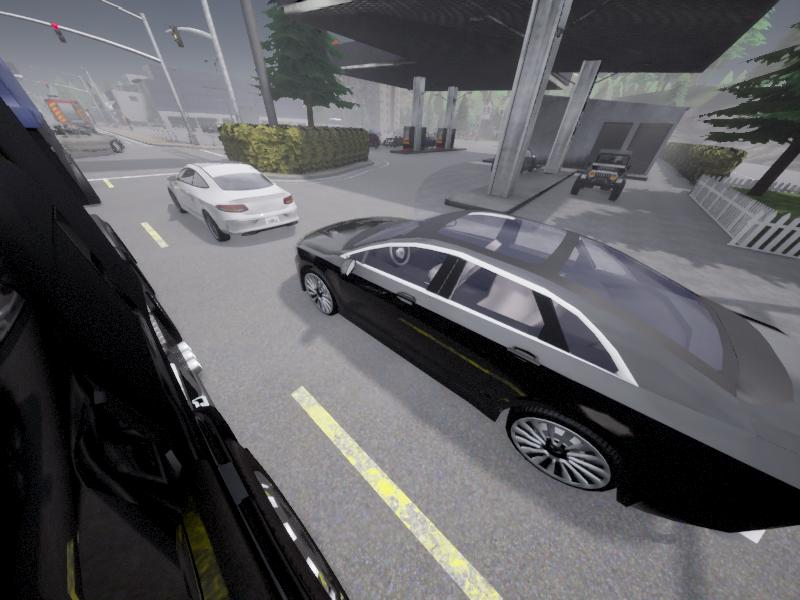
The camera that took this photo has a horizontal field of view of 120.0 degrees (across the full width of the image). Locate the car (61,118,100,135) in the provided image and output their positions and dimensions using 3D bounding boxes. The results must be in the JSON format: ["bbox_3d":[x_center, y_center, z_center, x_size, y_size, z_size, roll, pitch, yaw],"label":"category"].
[{"bbox_3d":[-39.106,-21.234,28.277,4.974,1.542,2.038,28,44,30],"label":"car"}]

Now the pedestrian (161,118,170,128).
[{"bbox_3d":[-56.259,-42.526,55.374,0.751,1.860,0.751,29,44,30],"label":"pedestrian"}]

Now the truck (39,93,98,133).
[{"bbox_3d":[-45.905,-25.781,32.010,8.468,3.827,2.891,28,44,30],"label":"truck"}]

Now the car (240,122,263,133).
[{"bbox_3d":[-32.563,-37.754,50.533,5.027,1.636,2.152,28,43,29],"label":"car"}]

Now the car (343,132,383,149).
[{"bbox_3d":[-4.675,-20.675,29.934,2.033,1.649,4.856,28,44,30],"label":"car"}]

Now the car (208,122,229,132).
[{"bbox_3d":[-36.409,-34.723,46.372,3.806,1.475,1.970,28,43,29],"label":"car"}]

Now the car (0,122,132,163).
[{"bbox_3d":[-20.439,-9.791,14.202,2.152,1.651,5.027,3,37,-2],"label":"car"}]

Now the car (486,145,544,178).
[{"bbox_3d":[8.573,-10.384,17.093,2.242,1.667,4.611,28,43,29],"label":"car"}]

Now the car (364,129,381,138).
[{"bbox_3d":[-6.301,-38.805,53.866,3.633,1.501,1.845,28,43,29],"label":"car"}]

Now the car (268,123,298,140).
[{"bbox_3d":[-17.226,-24.735,33.974,3.866,1.878,1.905,28,43,29],"label":"car"}]

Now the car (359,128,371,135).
[{"bbox_3d":[-10.925,-52.848,72.430,3.633,1.501,1.845,28,43,29],"label":"car"}]

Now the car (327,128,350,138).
[{"bbox_3d":[-12.704,-34.421,47.569,4.514,1.523,2.007,28,43,29],"label":"car"}]

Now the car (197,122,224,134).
[{"bbox_3d":[-33.322,-30.192,40.622,4.514,1.523,2.007,28,43,29],"label":"car"}]

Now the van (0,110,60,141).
[{"bbox_3d":[-33.913,-15.923,21.083,4.480,2.038,2.069,24,42,26],"label":"van"}]

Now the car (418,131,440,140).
[{"bbox_3d":[7.156,-40.922,57.559,5.027,1.636,2.152,28,43,29],"label":"car"}]

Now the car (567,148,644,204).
[{"bbox_3d":[10.170,-6.304,11.463,1.905,1.878,3.866,28,43,29],"label":"car"}]

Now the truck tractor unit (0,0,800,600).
[{"bbox_3d":[-2.645,-0.295,0.351,6.516,4.208,3.053,28,44,30],"label":"truck tractor unit"}]

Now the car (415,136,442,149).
[{"bbox_3d":[4.211,-23.440,34.315,1.816,1.474,4.193,28,44,30],"label":"car"}]

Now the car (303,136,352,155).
[{"bbox_3d":[-7.190,-15.587,23.194,1.994,1.385,4.181,28,44,30],"label":"car"}]

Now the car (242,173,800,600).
[{"bbox_3d":[0.630,-0.192,2.676,4.902,1.511,2.128,28,44,30],"label":"car"}]

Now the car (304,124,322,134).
[{"bbox_3d":[-22.869,-44.908,60.608,4.605,1.855,1.932,28,43,29],"label":"car"}]

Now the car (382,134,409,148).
[{"bbox_3d":[-0.619,-23.396,33.951,1.970,1.475,3.806,28,44,30],"label":"car"}]

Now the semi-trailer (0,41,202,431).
[{"bbox_3d":[-8.714,-3.597,4.211,14.254,4.402,2.717,28,44,30],"label":"semi-trailer"}]

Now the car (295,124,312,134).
[{"bbox_3d":[-24.403,-43.473,58.559,3.866,1.878,1.905,28,43,29],"label":"car"}]

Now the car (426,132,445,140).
[{"bbox_3d":[9.115,-42.323,59.569,4.514,1.523,2.007,28,43,29],"label":"car"}]

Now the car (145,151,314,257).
[{"bbox_3d":[-4.554,-2.835,6.096,4.674,1.442,1.812,28,43,29],"label":"car"}]
